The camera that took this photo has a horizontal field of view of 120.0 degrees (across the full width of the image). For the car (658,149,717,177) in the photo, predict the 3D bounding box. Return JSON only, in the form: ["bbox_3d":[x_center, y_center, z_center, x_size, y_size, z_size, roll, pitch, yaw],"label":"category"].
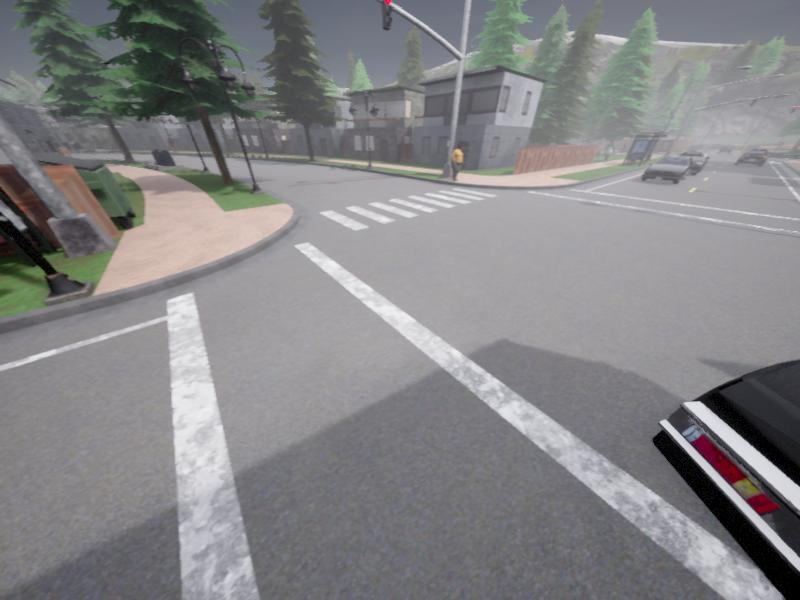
[{"bbox_3d":[23.968,-11.521,19.238,5.027,1.651,2.152,-24,42,-31],"label":"car"}]

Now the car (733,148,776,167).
[{"bbox_3d":[39.963,-16.132,26.091,4.974,1.542,2.038,-24,42,-31],"label":"car"}]

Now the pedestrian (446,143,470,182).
[{"bbox_3d":[3.256,-7.810,13.126,0.751,1.860,0.751,-19,40,-26],"label":"pedestrian"}]

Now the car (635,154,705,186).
[{"bbox_3d":[18.279,-8.859,15.577,5.357,1.411,2.033,-24,42,-31],"label":"car"}]

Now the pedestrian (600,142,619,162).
[{"bbox_3d":[23.196,-16.385,25.612,0.751,1.860,0.751,-24,42,-30],"label":"pedestrian"}]
